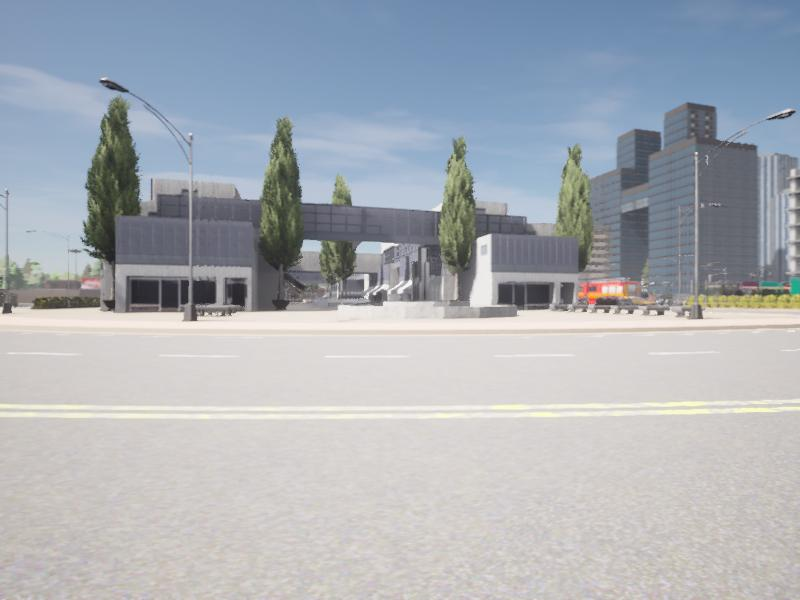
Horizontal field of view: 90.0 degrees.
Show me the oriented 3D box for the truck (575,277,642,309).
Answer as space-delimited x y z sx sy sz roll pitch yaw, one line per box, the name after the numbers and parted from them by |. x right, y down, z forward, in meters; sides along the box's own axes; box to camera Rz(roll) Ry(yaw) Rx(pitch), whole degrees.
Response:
27.418 -0.833 53.132 2.891 3.827 8.468 0 0 -16 | truck

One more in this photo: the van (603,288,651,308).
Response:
30.726 -0.186 54.466 1.988 2.561 5.915 0 0 -16 | van

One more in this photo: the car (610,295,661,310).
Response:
25.893 0.278 44.259 1.801 1.575 5.366 0 0 -10 | car

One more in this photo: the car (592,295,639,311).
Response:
22.734 0.301 42.371 2.007 1.525 4.514 0 0 -10 | car
